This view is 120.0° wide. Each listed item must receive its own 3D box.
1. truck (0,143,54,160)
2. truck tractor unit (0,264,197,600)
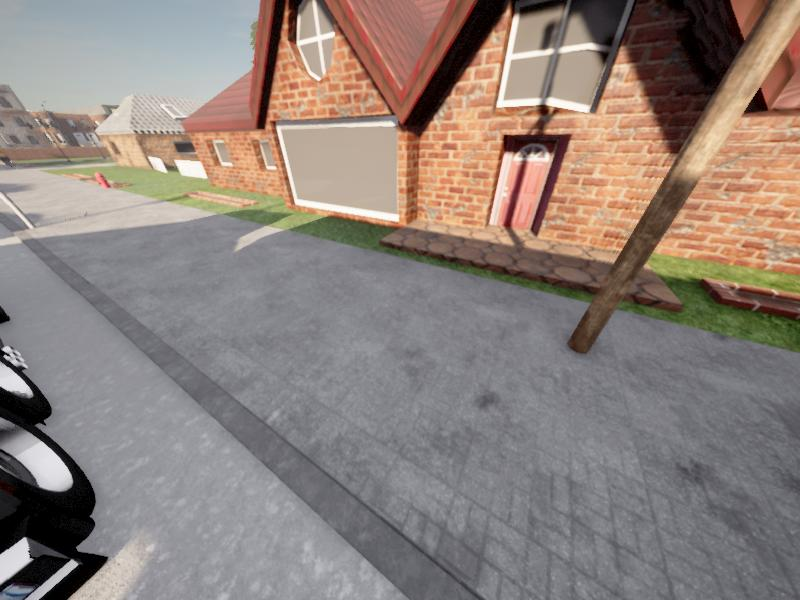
[{"bbox_3d":[-64.205,-24.993,38.767,2.390,2.098,6.274,18,39,24],"label":"truck"},{"bbox_3d":[-5.116,-0.293,0.788,6.516,4.208,3.053,18,39,24],"label":"truck tractor unit"}]
